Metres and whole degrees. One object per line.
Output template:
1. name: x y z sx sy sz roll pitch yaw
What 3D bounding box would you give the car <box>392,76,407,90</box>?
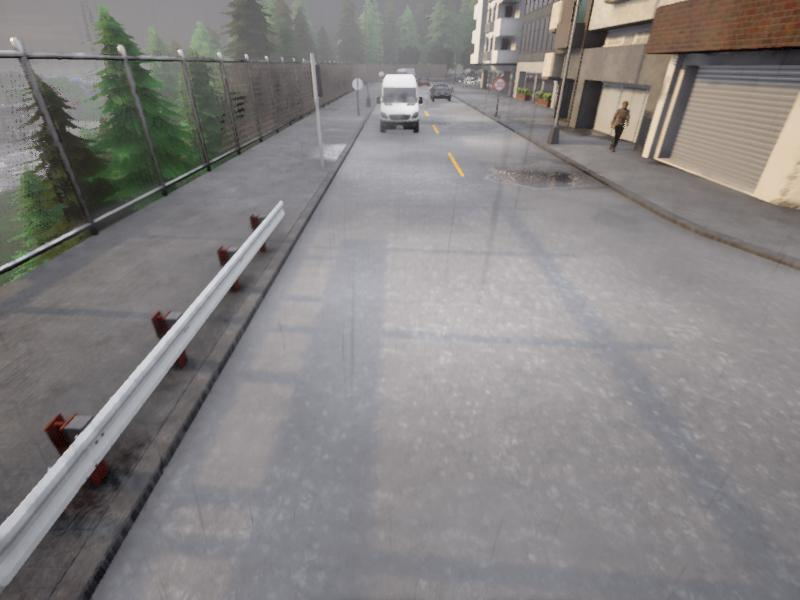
1. car: -0.048 -31.469 58.002 2.152 1.651 5.027 0 31 0

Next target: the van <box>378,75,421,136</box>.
1. van: -0.017 -10.748 21.782 1.988 2.561 5.915 0 30 0

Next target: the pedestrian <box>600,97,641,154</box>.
1. pedestrian: 8.244 -6.549 15.024 0.751 1.860 0.751 6 31 9

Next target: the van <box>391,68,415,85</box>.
1. van: 0.672 -40.814 73.028 1.988 2.561 5.915 13 33 23

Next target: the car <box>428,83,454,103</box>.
1. car: 3.978 -20.550 39.618 2.033 1.411 5.357 0 30 0

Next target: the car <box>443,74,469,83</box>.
1. car: 11.109 -44.051 79.624 4.674 1.442 1.812 -3 31 -6
